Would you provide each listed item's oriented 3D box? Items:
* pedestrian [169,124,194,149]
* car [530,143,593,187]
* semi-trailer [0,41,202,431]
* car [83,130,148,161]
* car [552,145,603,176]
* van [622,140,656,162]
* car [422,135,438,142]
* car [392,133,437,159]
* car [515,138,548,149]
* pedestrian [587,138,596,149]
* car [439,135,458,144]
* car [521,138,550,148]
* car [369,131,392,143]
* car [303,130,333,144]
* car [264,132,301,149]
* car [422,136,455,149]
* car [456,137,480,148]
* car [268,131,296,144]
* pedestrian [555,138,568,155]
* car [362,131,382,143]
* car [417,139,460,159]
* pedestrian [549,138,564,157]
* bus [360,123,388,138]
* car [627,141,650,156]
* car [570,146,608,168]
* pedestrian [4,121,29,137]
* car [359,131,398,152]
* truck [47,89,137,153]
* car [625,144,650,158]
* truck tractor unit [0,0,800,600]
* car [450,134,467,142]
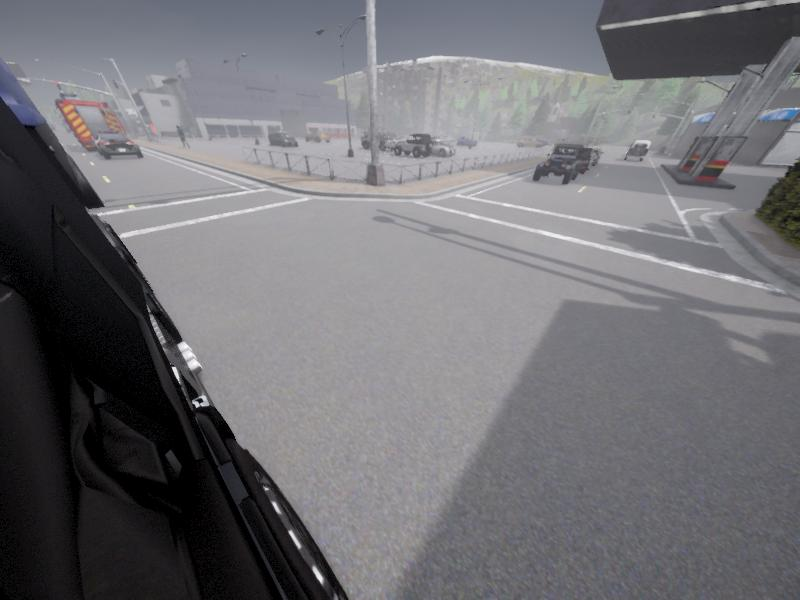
[{"bbox_3d":[-20.953,-15.696,22.201,0.751,1.860,0.751,6,36,5],"label":"pedestrian"},{"bbox_3d":[9.692,-8.211,13.836,1.905,1.878,3.866,27,43,31],"label":"car"},{"bbox_3d":[-8.724,-3.547,4.261,14.254,4.402,2.717,27,43,30],"label":"semi-trailer"},{"bbox_3d":[-20.593,-11.236,16.699,4.974,1.542,2.038,27,43,31],"label":"car"},{"bbox_3d":[13.858,-10.933,17.946,2.033,1.649,4.856,27,43,31],"label":"car"},{"bbox_3d":[29.563,-18.549,28.641,2.069,2.038,4.480,27,44,31],"label":"van"},{"bbox_3d":[7.861,-42.614,60.846,3.633,1.501,1.845,27,43,30],"label":"car"},{"bbox_3d":[1.324,-14.852,22.174,3.866,1.878,1.905,27,43,30],"label":"car"},{"bbox_3d":[25.857,-30.986,45.640,5.027,1.636,2.152,27,43,30],"label":"car"},{"bbox_3d":[40.160,-32.912,48.537,0.751,1.860,0.751,24,42,28],"label":"pedestrian"},{"bbox_3d":[11.638,-38.367,55.221,3.806,1.475,1.970,27,43,30],"label":"car"},{"bbox_3d":[27.829,-32.382,47.641,4.514,1.523,2.007,27,43,30],"label":"car"},{"bbox_3d":[-4.160,-34.702,49.083,4.605,1.855,1.932,27,43,30],"label":"car"},{"bbox_3d":[-13.917,-27.577,39.048,5.027,1.636,2.152,27,43,30],"label":"car"},{"bbox_3d":[-14.734,-20.112,29.069,4.514,1.523,2.007,27,43,30],"label":"car"},{"bbox_3d":[5.931,-24.432,35.817,4.514,1.523,2.007,27,43,30],"label":"car"},{"bbox_3d":[12.374,-28.801,42.083,3.633,1.501,1.845,27,43,30],"label":"car"},{"bbox_3d":[-17.787,-24.558,34.901,3.806,1.475,1.970,27,43,30],"label":"car"},{"bbox_3d":[21.026,-19.981,30.097,0.751,1.860,0.751,26,43,30],"label":"pedestrian"},{"bbox_3d":[-5.707,-33.276,47.037,3.866,1.878,1.905,27,43,30],"label":"car"},{"bbox_3d":[3.919,-15.846,24.120,3.806,1.475,1.970,27,43,30],"label":"car"},{"bbox_3d":[18.950,-18.516,28.011,0.751,1.860,0.751,27,43,31],"label":"pedestrian"},{"bbox_3d":[-9.738,-63.277,86.203,10.273,4.253,3.944,27,43,30],"label":"bus"},{"bbox_3d":[39.187,-25.018,37.994,1.905,1.878,3.866,28,43,31],"label":"car"},{"bbox_3d":[17.941,-13.644,21.942,1.970,1.475,3.806,28,43,31],"label":"car"},{"bbox_3d":[-53.465,-23.848,32.242,0.751,1.860,0.751,-17,40,-23],"label":"pedestrian"},{"bbox_3d":[-2.600,-19.385,28.237,4.605,1.855,1.932,27,43,30],"label":"car"},{"bbox_3d":[-27.383,-15.690,20.558,8.468,3.827,2.891,27,43,31],"label":"truck"},{"bbox_3d":[34.982,-22.023,34.041,2.007,1.525,4.514,27,43,31],"label":"car"},{"bbox_3d":[-2.645,-0.295,0.351,6.516,4.208,3.053,28,44,30],"label":"truck tractor unit"},{"bbox_3d":[18.351,-50.716,72.230,4.605,1.855,1.932,27,43,30],"label":"car"}]
